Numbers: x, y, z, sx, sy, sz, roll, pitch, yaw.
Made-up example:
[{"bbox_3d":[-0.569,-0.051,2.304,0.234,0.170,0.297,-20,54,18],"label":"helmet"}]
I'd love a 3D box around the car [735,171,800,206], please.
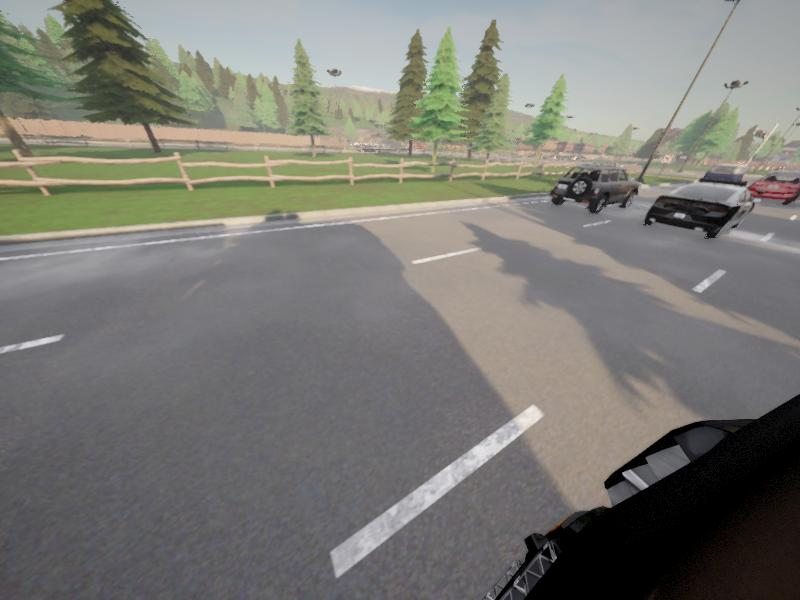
[{"bbox_3d":[26.063,-7.798,15.926,4.611,1.667,2.242,-16,38,-26],"label":"car"}]

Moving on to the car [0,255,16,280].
[{"bbox_3d":[-8.476,-0.097,1.924,4.856,1.649,2.033,-16,38,-26],"label":"car"}]

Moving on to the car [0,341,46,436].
[{"bbox_3d":[-5.325,1.296,0.185,4.974,1.542,2.038,-16,38,-26],"label":"car"}]

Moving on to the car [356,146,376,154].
[{"bbox_3d":[-8.012,-35.161,54.082,4.181,1.385,1.994,-16,38,-26],"label":"car"}]

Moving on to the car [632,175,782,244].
[{"bbox_3d":[11.335,-3.543,8.531,5.238,1.638,1.930,-16,38,-26],"label":"car"}]

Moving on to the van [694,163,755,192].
[{"bbox_3d":[29.007,-11.035,20.662,4.442,1.987,1.775,-16,38,-26],"label":"van"}]

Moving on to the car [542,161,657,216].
[{"bbox_3d":[9.236,-5.299,10.755,4.605,1.855,1.932,-16,38,-26],"label":"car"}]

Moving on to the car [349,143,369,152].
[{"bbox_3d":[-10.453,-39.189,59.412,4.605,1.855,1.932,-16,38,-26],"label":"car"}]
